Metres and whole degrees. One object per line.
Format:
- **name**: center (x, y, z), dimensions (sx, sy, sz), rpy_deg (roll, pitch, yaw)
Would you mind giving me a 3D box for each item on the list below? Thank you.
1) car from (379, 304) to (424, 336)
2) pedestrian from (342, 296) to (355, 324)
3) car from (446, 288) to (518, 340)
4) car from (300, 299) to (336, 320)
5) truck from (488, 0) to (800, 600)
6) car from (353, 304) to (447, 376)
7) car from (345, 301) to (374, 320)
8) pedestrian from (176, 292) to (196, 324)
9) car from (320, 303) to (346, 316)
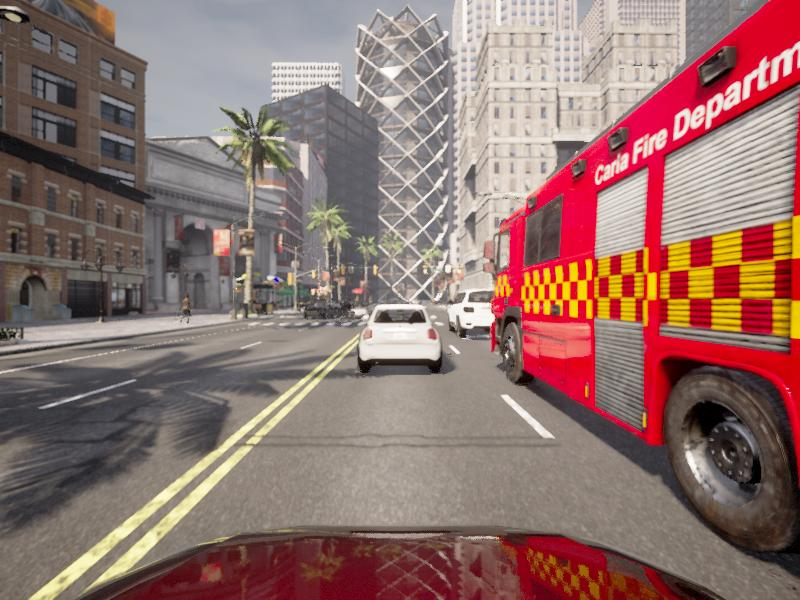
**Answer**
- **car**: center (0.033, 0.908, 19.621), dimensions (1.994, 1.385, 4.181), rpy_deg (0, 0, -1)
- **pedestrian**: center (-3.365, 0.639, 26.236), dimensions (0.751, 1.860, 0.751), rpy_deg (0, 0, -1)
- **car**: center (3.523, 0.569, 18.423), dimensions (2.150, 2.045, 5.566), rpy_deg (0, 0, 0)
- **car**: center (-6.931, 0.774, 34.357), dimensions (1.930, 1.638, 5.238), rpy_deg (0, 0, 0)
- **truck**: center (3.485, -0.319, 5.096), dimensions (2.891, 3.827, 8.468), rpy_deg (0, 0, 0)
- **car**: center (0.000, 0.854, 10.272), dimensions (1.970, 1.475, 3.806), rpy_deg (0, 0, 0)
- **car**: center (-3.431, 0.831, 34.406), dimensions (2.007, 1.525, 4.514), rpy_deg (0, 0, 0)
- **pedestrian**: center (-12.678, 0.487, 23.707), dimensions (0.751, 1.860, 0.751), rpy_deg (0, 0, 21)
- **car**: center (-6.908, 0.947, 41.721), dimensions (1.895, 1.301, 4.718), rpy_deg (0, 0, 0)
